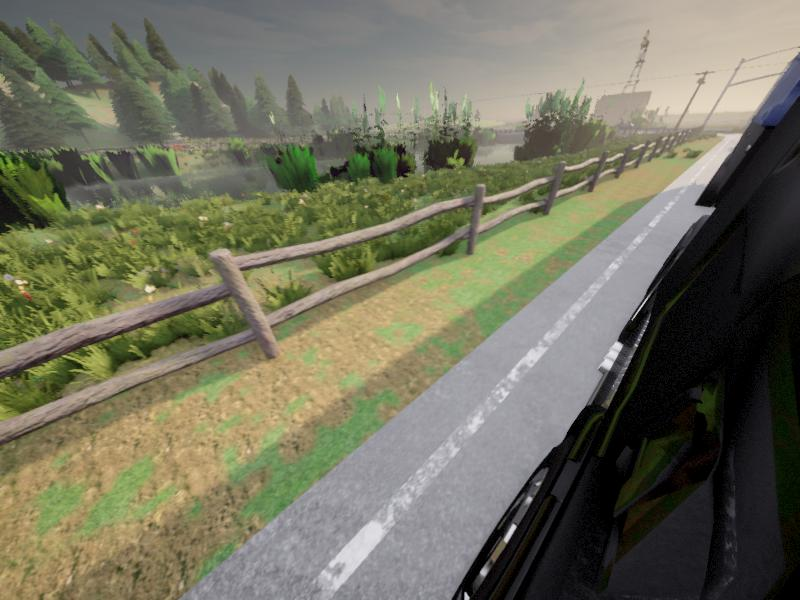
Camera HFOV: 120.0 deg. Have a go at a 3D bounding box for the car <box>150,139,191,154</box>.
[{"bbox_3d":[-39.949,-26.846,40.329,4.553,1.767,2.097,-31,45,-33],"label":"car"}]

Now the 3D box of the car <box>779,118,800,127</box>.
[{"bbox_3d":[86.889,-39.275,51.154,4.792,1.488,2.163,-30,45,-32],"label":"car"}]

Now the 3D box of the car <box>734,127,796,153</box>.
[{"bbox_3d":[27.749,-12.301,17.687,4.181,1.385,1.994,-28,44,-30],"label":"car"}]

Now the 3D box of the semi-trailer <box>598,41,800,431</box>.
[{"bbox_3d":[8.704,-3.569,4.270,14.254,4.402,2.717,-28,44,-30],"label":"semi-trailer"}]

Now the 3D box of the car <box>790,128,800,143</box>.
[{"bbox_3d":[39.491,-15.784,21.716,4.792,1.488,2.163,-28,44,-30],"label":"car"}]

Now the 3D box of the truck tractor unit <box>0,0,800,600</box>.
[{"bbox_3d":[2.645,-0.295,0.351,6.516,4.208,3.053,-28,44,-30],"label":"truck tractor unit"}]

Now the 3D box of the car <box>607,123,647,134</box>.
[{"bbox_3d":[40.857,-31.013,41.630,1.812,1.442,4.674,-25,45,-28],"label":"car"}]
